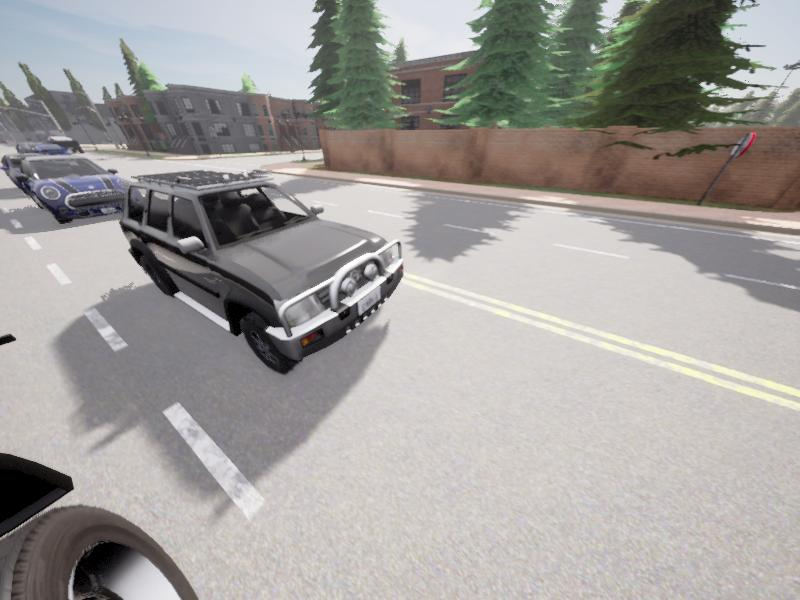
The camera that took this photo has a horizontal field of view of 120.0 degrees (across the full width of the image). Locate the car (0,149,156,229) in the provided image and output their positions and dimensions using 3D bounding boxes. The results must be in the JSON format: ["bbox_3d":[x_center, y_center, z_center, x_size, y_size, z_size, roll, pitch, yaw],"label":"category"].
[{"bbox_3d":[-11.170,-4.029,7.956,4.553,1.767,2.097,20,40,25],"label":"car"}]

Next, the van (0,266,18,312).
[{"bbox_3d":[-9.437,-1.279,3.542,6.366,2.431,2.351,20,40,25],"label":"van"}]

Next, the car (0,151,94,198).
[{"bbox_3d":[-17.628,-6.250,11.287,4.514,1.525,2.007,20,40,25],"label":"car"}]

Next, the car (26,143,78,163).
[{"bbox_3d":[-36.034,-15.275,23.909,5.008,1.535,1.882,20,40,25],"label":"car"}]

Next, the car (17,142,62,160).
[{"bbox_3d":[-42.081,-17.438,26.965,4.892,1.490,1.837,20,40,25],"label":"car"}]

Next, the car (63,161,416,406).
[{"bbox_3d":[-2.276,-0.852,3.456,4.605,1.855,1.932,19,40,26],"label":"car"}]

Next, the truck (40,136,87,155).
[{"bbox_3d":[-48.904,-22.530,33.585,6.274,2.098,2.390,20,40,25],"label":"truck"}]

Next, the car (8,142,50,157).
[{"bbox_3d":[-48.572,-19.741,30.266,5.357,1.411,2.033,20,40,25],"label":"car"}]
